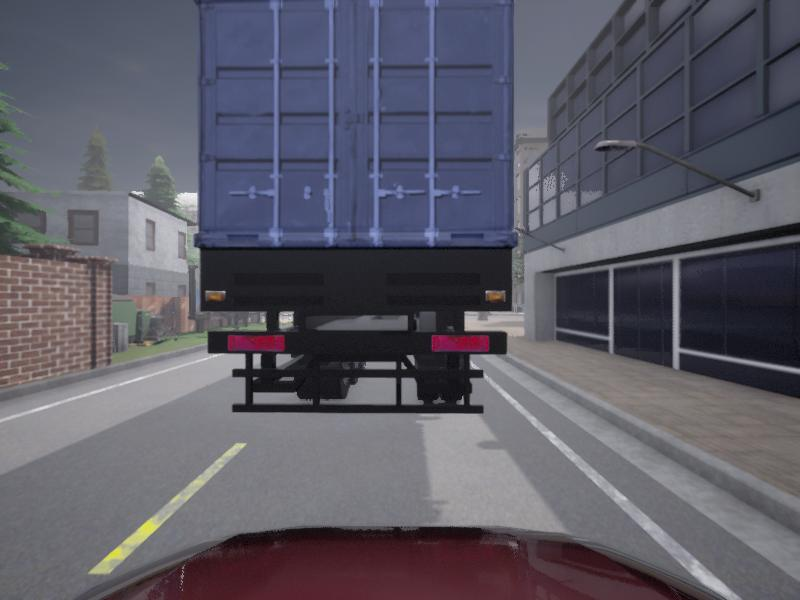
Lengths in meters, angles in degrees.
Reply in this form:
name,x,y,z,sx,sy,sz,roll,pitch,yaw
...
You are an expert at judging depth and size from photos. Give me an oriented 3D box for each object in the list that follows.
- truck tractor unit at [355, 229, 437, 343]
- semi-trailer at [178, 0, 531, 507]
name,x,y,z,sx,sy,sz,roll,pitch,yaw
truck tractor unit,-0.070,-0.538,18.105,3.053,4.208,6.516,0,0,1
semi-trailer,-0.223,-0.627,10.195,2.717,4.402,14.254,0,0,1
